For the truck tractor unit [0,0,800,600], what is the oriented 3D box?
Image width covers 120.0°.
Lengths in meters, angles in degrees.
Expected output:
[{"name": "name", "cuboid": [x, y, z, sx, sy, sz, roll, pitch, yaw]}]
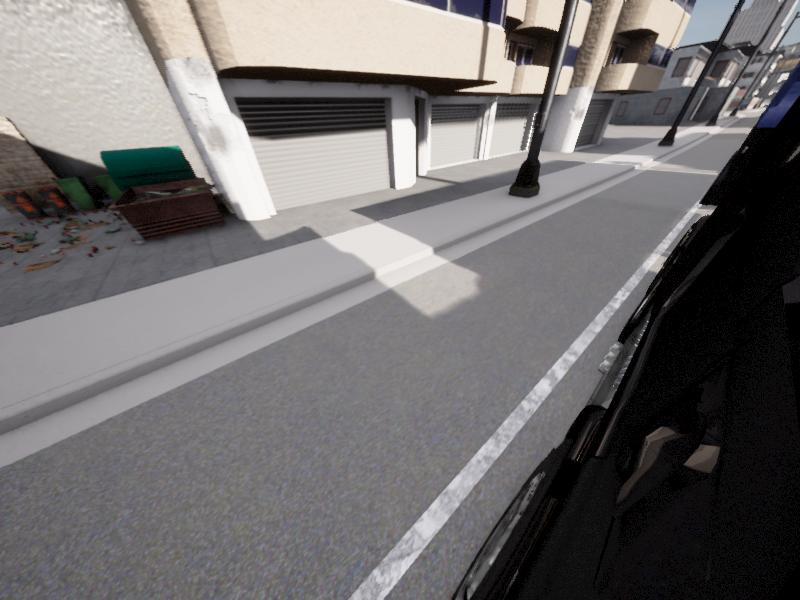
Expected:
[{"name": "truck tractor unit", "cuboid": [2.645, -0.295, 0.351, 6.516, 4.208, 3.053, -28, 44, -30]}]

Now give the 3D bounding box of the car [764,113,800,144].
[{"name": "car", "cuboid": [28.634, -12.319, 16.531, 4.902, 1.511, 2.128, -28, 44, -28]}]

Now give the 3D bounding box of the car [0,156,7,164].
[{"name": "car", "cuboid": [-53.357, -17.253, 28.274, 4.902, 1.511, 2.128, -28, 43, -28]}]

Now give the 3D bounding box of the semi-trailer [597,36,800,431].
[{"name": "semi-trailer", "cuboid": [8.731, -3.579, 4.200, 14.254, 4.402, 2.717, -28, 43, -29]}]

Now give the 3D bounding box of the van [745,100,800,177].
[{"name": "van", "cuboid": [18.099, -7.175, 9.993, 6.366, 2.431, 2.351, -27, 43, -28]}]
